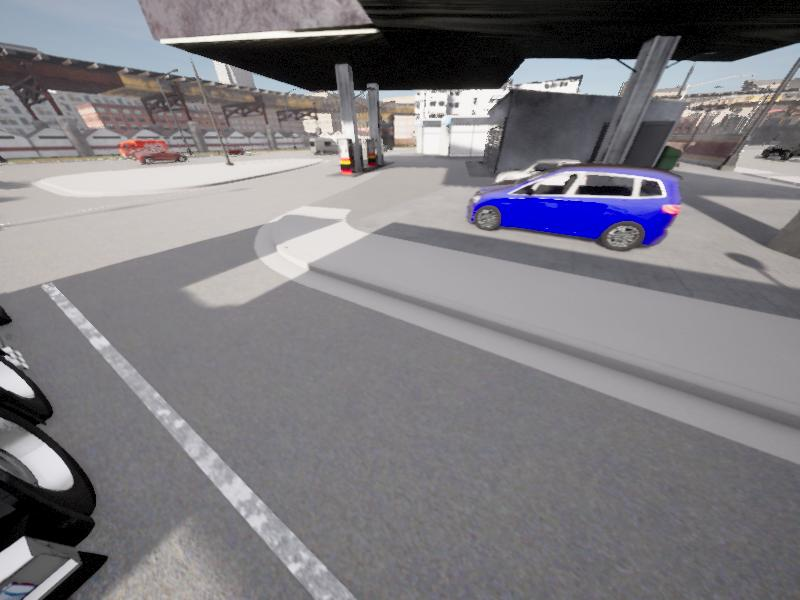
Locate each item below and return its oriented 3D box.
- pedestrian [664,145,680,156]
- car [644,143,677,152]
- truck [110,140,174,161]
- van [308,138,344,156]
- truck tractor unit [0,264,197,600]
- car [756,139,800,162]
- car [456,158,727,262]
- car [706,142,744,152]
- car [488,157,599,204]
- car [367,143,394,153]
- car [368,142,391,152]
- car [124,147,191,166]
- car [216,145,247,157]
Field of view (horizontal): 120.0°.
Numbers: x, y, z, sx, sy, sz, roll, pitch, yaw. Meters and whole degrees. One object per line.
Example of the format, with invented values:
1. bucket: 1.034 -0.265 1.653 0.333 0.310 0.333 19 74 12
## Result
1. pedestrian: 36.902 -20.304 31.378 0.751 1.300 0.751 20 40 26
2. car: 51.856 -30.454 46.044 3.806 1.475 1.970 19 39 25
3. truck: -37.403 -21.923 33.766 2.627 2.467 5.204 20 39 26
4. van: -13.614 -28.403 42.759 1.988 2.561 5.915 26 43 33
5. truck tractor unit: -5.124 -0.283 0.793 6.516 4.208 3.053 18 39 25
6. car: 45.554 -17.410 26.779 2.150 2.045 5.566 17 38 23
7. car: 4.215 -2.715 6.205 4.611 1.667 2.242 18 39 25
8. car: 62.478 -29.448 44.470 1.970 1.475 3.806 -21 40 -27
9. car: 6.430 -5.652 10.686 3.806 1.475 1.970 18 39 25
10. car: -4.050 -32.144 48.824 5.238 1.638 1.930 -19 38 -25
11. car: -4.526 -34.079 51.475 4.553 1.767 2.097 -15 37 -20
12. car: -29.393 -17.653 28.269 2.152 1.651 5.027 18 39 25
13. car: -29.102 -25.856 40.109 1.789 1.549 3.705 17 39 23
